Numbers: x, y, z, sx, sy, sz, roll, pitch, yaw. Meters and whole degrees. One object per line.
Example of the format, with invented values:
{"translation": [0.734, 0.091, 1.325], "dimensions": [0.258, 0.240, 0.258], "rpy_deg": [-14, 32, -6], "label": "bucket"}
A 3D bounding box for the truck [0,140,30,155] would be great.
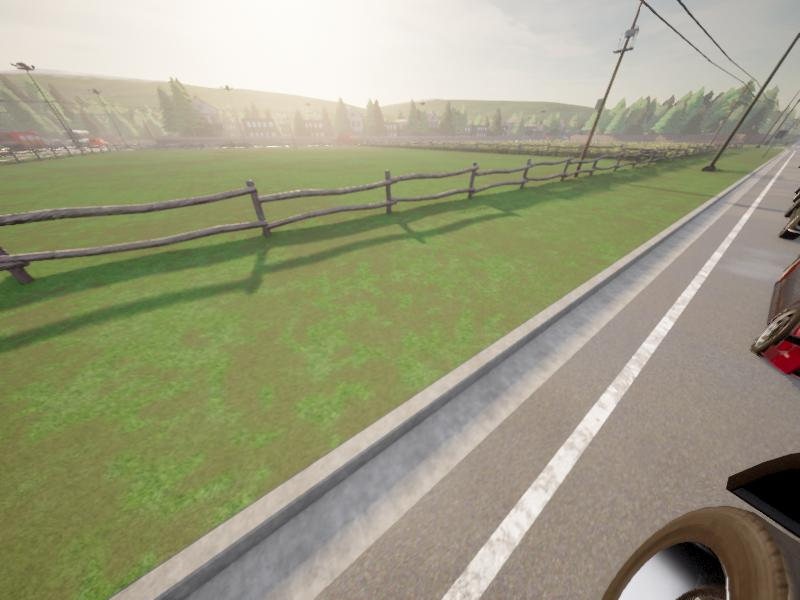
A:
{"translation": [-71.061, -26.877, 40.706], "dimensions": [2.390, 2.098, 6.274], "rpy_deg": [-6, 36, -8], "label": "truck"}

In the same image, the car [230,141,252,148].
{"translation": [-45.407, -44.608, 66.201], "dimensions": [4.792, 1.488, 2.163], "rpy_deg": [-22, 41, -28], "label": "car"}

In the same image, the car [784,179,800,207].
{"translation": [17.737, -4.633, 9.063], "dimensions": [4.792, 1.488, 2.163], "rpy_deg": [-22, 41, -28], "label": "car"}

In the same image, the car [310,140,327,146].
{"translation": [-26.987, -52.019, 76.524], "dimensions": [5.008, 1.535, 1.882], "rpy_deg": [-22, 41, -28], "label": "car"}

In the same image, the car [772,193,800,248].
{"translation": [12.254, -2.468, 5.910], "dimensions": [5.027, 1.651, 2.152], "rpy_deg": [-22, 41, -28], "label": "car"}

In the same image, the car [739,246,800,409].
{"translation": [6.097, 0.132, 2.501], "dimensions": [4.181, 1.385, 1.994], "rpy_deg": [-22, 41, -28], "label": "car"}

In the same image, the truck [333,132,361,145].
{"translation": [-18.446, -56.389, 80.666], "dimensions": [8.468, 3.827, 2.891], "rpy_deg": [-22, 41, -28], "label": "truck"}

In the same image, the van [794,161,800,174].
{"translation": [31.545, -10.607, 16.611], "dimensions": [6.366, 2.431, 2.351], "rpy_deg": [-22, 41, -28], "label": "van"}

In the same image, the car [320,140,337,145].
{"translation": [-25.044, -55.249, 81.090], "dimensions": [5.008, 1.535, 1.882], "rpy_deg": [-22, 41, -28], "label": "car"}

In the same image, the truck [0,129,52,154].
{"translation": [-74.931, -30.455, 44.307], "dimensions": [2.891, 3.827, 8.468], "rpy_deg": [-2, 35, -2], "label": "truck"}

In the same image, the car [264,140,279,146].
{"translation": [-41.800, -50.992, 75.148], "dimensions": [3.633, 1.501, 1.845], "rpy_deg": [-22, 41, -28], "label": "car"}

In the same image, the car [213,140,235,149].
{"translation": [-45.136, -39.974, 59.288], "dimensions": [3.866, 1.878, 1.905], "rpy_deg": [-22, 41, -28], "label": "car"}

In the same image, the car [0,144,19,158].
{"translation": [-60.658, -22.093, 34.340], "dimensions": [2.242, 1.667, 4.611], "rpy_deg": [-19, 39, -24], "label": "car"}

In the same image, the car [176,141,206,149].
{"translation": [-52.793, -39.258, 58.529], "dimensions": [5.238, 1.638, 1.930], "rpy_deg": [-22, 41, -28], "label": "car"}

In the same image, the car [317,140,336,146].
{"translation": [-23.895, -50.811, 74.783], "dimensions": [5.366, 1.575, 1.801], "rpy_deg": [-22, 41, -28], "label": "car"}

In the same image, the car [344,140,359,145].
{"translation": [-17.982, -58.044, 85.082], "dimensions": [4.902, 1.511, 2.128], "rpy_deg": [-22, 41, -28], "label": "car"}
